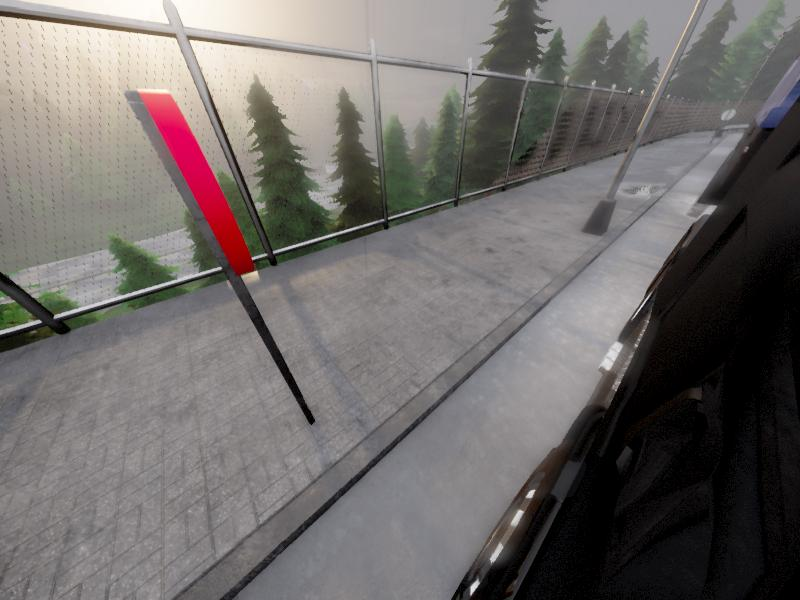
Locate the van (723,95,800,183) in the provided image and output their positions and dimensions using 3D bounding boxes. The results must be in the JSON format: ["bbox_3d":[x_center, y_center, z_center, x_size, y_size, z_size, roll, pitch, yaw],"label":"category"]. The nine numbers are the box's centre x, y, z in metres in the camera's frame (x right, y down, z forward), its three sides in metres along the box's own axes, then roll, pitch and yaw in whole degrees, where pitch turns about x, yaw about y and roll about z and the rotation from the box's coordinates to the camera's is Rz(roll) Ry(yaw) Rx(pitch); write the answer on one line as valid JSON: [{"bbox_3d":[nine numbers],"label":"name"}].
[{"bbox_3d":[16.355,-6.922,9.755,5.915,2.561,1.988,-28,44,-30],"label":"van"}]

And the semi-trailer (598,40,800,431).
[{"bbox_3d":[8.698,-3.606,4.226,14.254,4.402,2.717,-28,44,-30],"label":"semi-trailer"}]

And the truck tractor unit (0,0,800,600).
[{"bbox_3d":[2.645,-0.295,0.351,6.516,4.208,3.053,-28,44,-30],"label":"truck tractor unit"}]
